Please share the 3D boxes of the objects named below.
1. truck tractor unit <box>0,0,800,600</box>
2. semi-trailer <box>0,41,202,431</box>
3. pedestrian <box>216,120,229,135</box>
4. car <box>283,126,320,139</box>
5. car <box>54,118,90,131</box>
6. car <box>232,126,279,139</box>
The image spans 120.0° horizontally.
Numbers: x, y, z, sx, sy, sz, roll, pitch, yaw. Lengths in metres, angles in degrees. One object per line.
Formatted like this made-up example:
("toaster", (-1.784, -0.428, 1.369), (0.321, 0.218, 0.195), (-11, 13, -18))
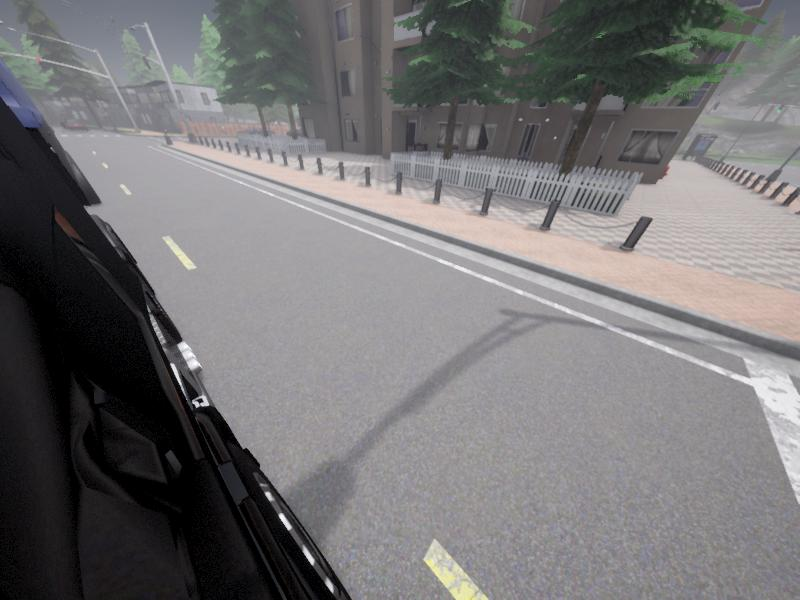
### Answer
("truck tractor unit", (-2.645, -0.295, 0.351), (6.516, 4.208, 3.053), (28, 44, 30))
("semi-trailer", (-8.712, -3.596, 4.213), (14.254, 4.402, 2.717), (28, 44, 30))
("pedestrian", (-27.431, -26.641, 35.674), (0.751, 1.860, 0.751), (26, 43, 28))
("car", (-16.290, -27.886, 38.531), (2.152, 1.651, 5.027), (30, 45, 32))
("car", (-47.476, -25.421, 33.459), (4.181, 1.385, 1.994), (23, 41, 25))
("car", (-21.237, -24.753, 34.222), (2.033, 1.411, 5.357), (30, 45, 32))
